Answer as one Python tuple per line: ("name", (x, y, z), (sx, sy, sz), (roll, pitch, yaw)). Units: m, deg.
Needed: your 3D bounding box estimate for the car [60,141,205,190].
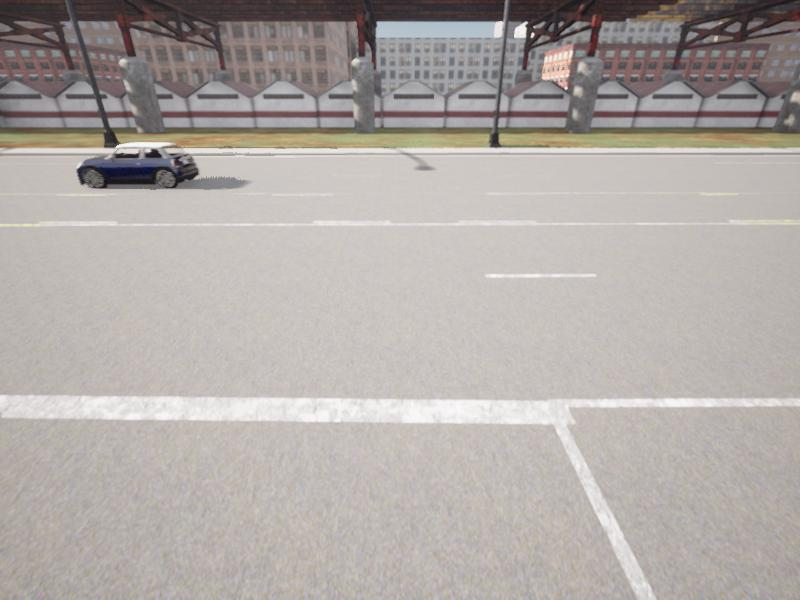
("car", (-9.748, -5.051, 14.912), (3.806, 1.475, 1.970), (0, 27, 0))
